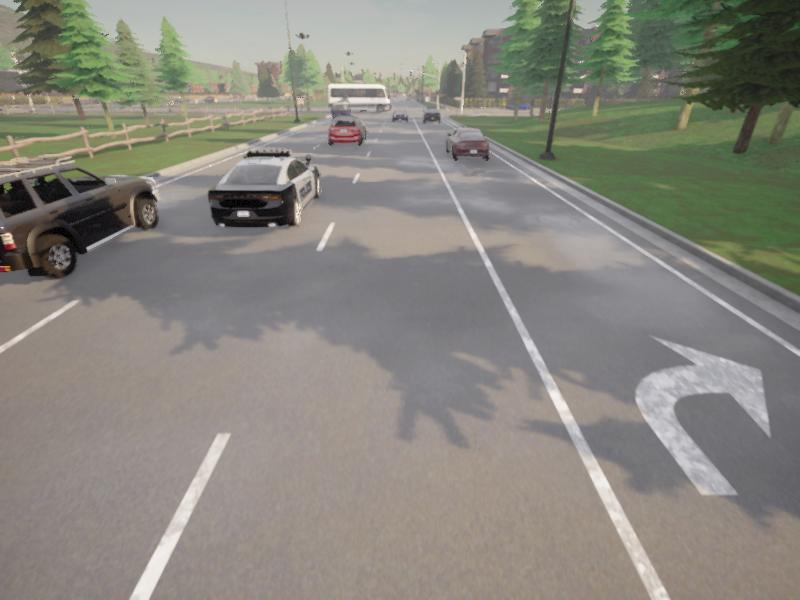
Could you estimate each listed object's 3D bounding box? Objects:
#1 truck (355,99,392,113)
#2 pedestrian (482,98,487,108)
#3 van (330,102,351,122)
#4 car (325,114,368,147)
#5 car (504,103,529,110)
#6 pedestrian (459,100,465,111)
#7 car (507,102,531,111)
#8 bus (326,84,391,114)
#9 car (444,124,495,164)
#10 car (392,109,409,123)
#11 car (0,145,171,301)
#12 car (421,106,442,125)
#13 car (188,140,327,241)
[{"bbox_3d":[-4.541,-34.104,70.145,6.274,2.098,2.390,0,27,0],"label":"truck"},{"bbox_3d":[18.819,-43.993,89.344,0.751,1.860,0.751,0,27,0],"label":"pedestrian"},{"bbox_3d":[-6.975,-22.307,47.454,1.775,1.987,4.442,0,27,0],"label":"van"},{"bbox_3d":[-3.486,-11.447,26.842,2.242,1.667,4.611,0,27,0],"label":"car"},{"bbox_3d":[24.316,-40.524,83.677,4.718,1.301,1.895,0,27,-1],"label":"car"},{"bbox_3d":[11.707,-36.756,75.627,0.751,1.860,0.751,-2,27,-4],"label":"pedestrian"},{"bbox_3d":[23.968,-38.994,80.523,4.193,1.474,1.816,0,27,-1],"label":"car"},{"bbox_3d":[-6.686,-33.524,66.658,10.273,4.253,3.944,0,27,0],"label":"bus"},{"bbox_3d":[3.511,-8.272,21.016,1.812,1.442,4.674,0,27,0],"label":"car"},{"bbox_3d":[0.023,-21.655,47.008,1.895,1.301,4.718,0,27,0],"label":"car"},{"bbox_3d":[-6.990,-1.866,8.070,1.932,1.855,4.605,0,27,0],"label":"car"},{"bbox_3d":[3.523,-20.889,45.182,1.930,1.638,5.238,0,27,0],"label":"car"},{"bbox_3d":[-3.490,-3.289,11.108,1.930,1.638,5.238,0,27,0],"label":"car"}]
